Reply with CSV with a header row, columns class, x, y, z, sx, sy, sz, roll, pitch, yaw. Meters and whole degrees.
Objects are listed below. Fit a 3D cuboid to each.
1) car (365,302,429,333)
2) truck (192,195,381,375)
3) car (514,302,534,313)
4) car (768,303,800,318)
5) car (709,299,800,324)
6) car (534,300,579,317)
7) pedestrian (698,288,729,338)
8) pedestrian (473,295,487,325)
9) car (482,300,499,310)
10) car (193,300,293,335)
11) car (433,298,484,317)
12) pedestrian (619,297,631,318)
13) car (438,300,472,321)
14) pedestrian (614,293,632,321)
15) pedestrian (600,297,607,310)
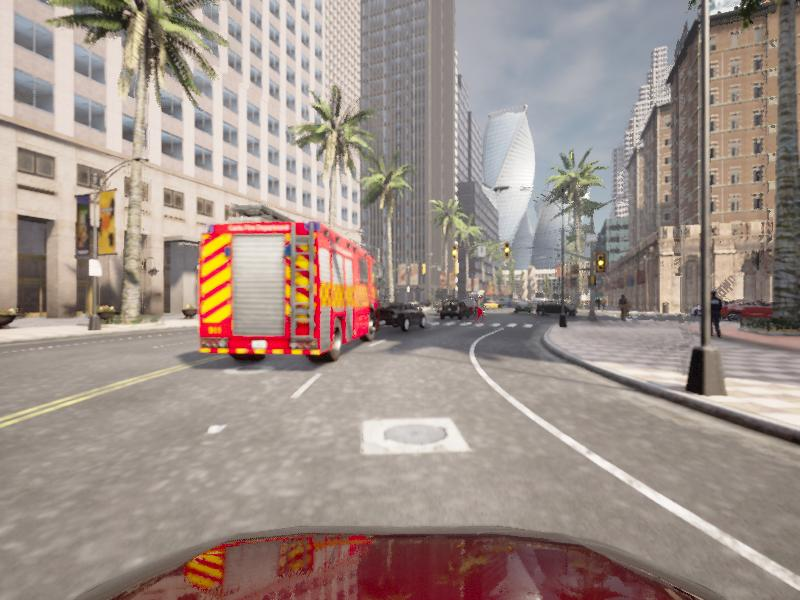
class,x,y,z,sx,sy,sz,roll,pitch,yaw
car,0.000,0.845,21.842,1.837,1.490,4.892,0,0,21
truck,-2.693,-0.321,12.892,2.891,3.827,8.468,0,0,6
car,15.675,0.910,50.384,1.994,1.385,4.181,0,0,23
car,36.606,0.949,36.004,4.718,1.301,1.895,0,0,23
car,25.935,0.784,29.160,5.027,1.651,2.152,0,0,23
car,15.188,0.817,38.855,3.705,1.549,1.789,0,0,41
pedestrian,12.070,0.487,15.413,0.751,1.860,0.751,0,0,22
pedestrian,5.181,0.638,25.930,0.751,1.860,0.751,0,0,24
car,15.253,0.823,67.329,1.801,1.575,5.366,0,0,23
car,-7.906,0.800,20.809,1.801,1.575,5.366,0,0,19
car,5.768,0.695,39.819,4.553,1.767,2.097,0,0,-17
pedestrian,20.108,0.640,35.789,0.751,1.860,0.751,0,0,16
car,4.640,0.789,33.309,1.851,1.617,3.988,0,0,23
pedestrian,15.200,0.487,27.251,0.751,1.860,0.751,0,0,-23
pedestrian,28.147,0.489,55.273,0.751,1.860,0.751,0,0,22
